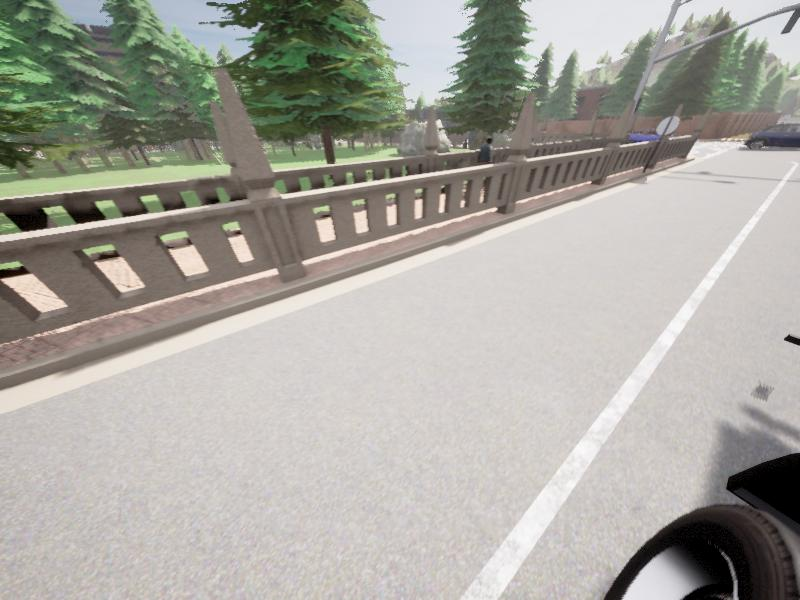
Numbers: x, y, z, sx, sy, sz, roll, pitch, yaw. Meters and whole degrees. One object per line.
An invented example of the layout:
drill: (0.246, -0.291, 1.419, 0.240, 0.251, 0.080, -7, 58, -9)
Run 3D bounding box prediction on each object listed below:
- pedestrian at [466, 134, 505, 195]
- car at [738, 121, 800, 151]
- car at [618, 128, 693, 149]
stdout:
pedestrian: (3.164, -5.057, 8.662, 0.751, 1.860, 0.751, -22, 41, -25)
car: (30.481, -12.667, 17.818, 2.097, 1.767, 4.553, -30, 45, -33)
car: (25.228, -16.124, 23.039, 2.007, 1.525, 4.514, -24, 41, -27)
